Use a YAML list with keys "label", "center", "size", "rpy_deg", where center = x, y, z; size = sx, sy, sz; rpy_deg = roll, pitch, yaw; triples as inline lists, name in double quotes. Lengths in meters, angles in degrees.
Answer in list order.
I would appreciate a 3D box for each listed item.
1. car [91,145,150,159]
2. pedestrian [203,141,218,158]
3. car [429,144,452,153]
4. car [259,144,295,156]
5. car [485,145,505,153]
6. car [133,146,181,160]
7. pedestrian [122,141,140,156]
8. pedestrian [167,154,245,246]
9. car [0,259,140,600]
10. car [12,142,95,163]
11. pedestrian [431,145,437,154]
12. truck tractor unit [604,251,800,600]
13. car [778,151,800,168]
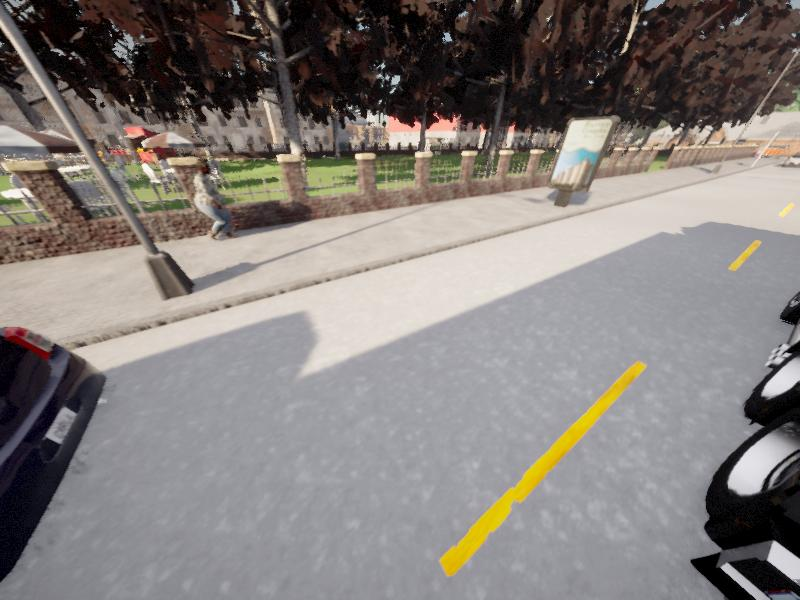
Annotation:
- label: "car"
  center: [-37.540, -20.049, 31.237]
  size: [4.514, 1.525, 2.007]
  rpy_deg: [-19, 39, -26]
- label: "pedestrian"
  center: [-25.302, -20.076, 30.874]
  size: [0.751, 1.860, 0.751]
  rpy_deg: [-12, 37, -18]
- label: "car"
  center: [8.927, -33.532, 51.121]
  size: [4.514, 1.525, 2.007]
  rpy_deg: [-19, 39, -26]
- label: "car"
  center: [-21.050, -25.785, 39.677]
  size: [4.902, 1.511, 2.128]
  rpy_deg: [-19, 39, -26]
- label: "car"
  center: [24.326, -38.687, 59.105]
  size: [4.892, 1.490, 1.837]
  rpy_deg: [-19, 39, -26]
- label: "car"
  center: [-31.712, -19.351, 30.329]
  size: [3.806, 1.475, 1.970]
  rpy_deg: [-20, 39, -26]
- label: "pedestrian"
  center: [-39.657, -22.367, 34.043]
  size: [0.751, 1.860, 0.751]
  rpy_deg: [-9, 36, -13]
- label: "pedestrian"
  center: [-4.516, -2.372, 5.547]
  size: [0.751, 1.860, 0.751]
  rpy_deg: [-19, 39, -26]
- label: "car"
  center: [-4.047, 1.283, 0.797]
  size: [3.633, 1.501, 1.845]
  rpy_deg: [-19, 39, -26]
- label: "car"
  center: [-39.313, -16.976, 26.480]
  size: [4.605, 1.855, 1.932]
  rpy_deg: [-19, 39, -25]
- label: "pedestrian"
  center: [6.642, -29.384, 45.089]
  size: [0.751, 1.300, 0.751]
  rpy_deg: [21, 40, 27]
- label: "truck tractor unit"
  center: [5.090, -0.318, 0.821]
  size: [6.516, 4.208, 3.053]
  rpy_deg: [-19, 39, -25]
- label: "car"
  center: [44.399, -15.625, 25.637]
  size: [3.633, 1.501, 1.845]
  rpy_deg: [-20, 40, -27]
